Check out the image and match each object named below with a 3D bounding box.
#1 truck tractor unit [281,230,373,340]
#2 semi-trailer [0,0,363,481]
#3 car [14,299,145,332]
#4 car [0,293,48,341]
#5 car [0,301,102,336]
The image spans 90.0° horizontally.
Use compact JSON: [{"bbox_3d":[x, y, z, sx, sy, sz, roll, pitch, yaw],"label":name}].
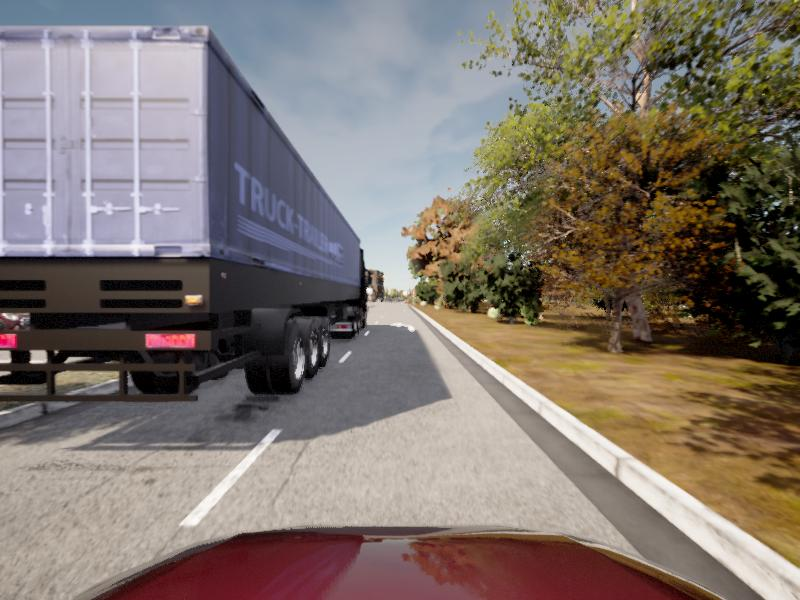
[{"bbox_3d":[-3.006,-0.602,18.572,3.053,4.208,6.516,0,1,0],"label":"truck tractor unit"},{"bbox_3d":[-2.992,-0.644,10.658,2.717,4.402,14.254,0,0,0],"label":"semi-trailer"},{"bbox_3d":[-16.816,0.735,21.358,5.008,1.535,2.097,-1,1,-20],"label":"car"},{"bbox_3d":[-16.858,0.659,15.346,4.553,1.767,2.185,-1,0,-20],"label":"car"},{"bbox_3d":[-16.827,0.801,18.358,4.674,1.452,2.002,-1,0,-20],"label":"car"}]
